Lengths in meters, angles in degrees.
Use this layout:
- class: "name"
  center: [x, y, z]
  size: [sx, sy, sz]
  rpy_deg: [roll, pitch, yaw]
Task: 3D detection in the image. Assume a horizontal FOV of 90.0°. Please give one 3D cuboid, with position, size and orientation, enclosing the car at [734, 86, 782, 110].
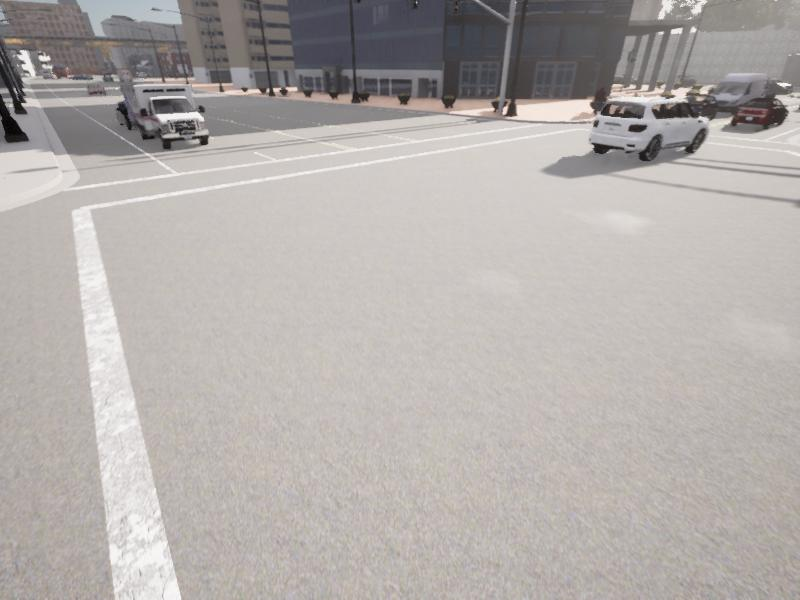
- class: "car"
  center: [29.436, -16.620, 32.861]
  size: [3.633, 1.501, 1.845]
  rpy_deg: [-23, 37, -33]

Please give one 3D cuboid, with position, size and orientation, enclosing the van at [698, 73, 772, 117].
- class: "van"
  center: [24.276, -14.897, 28.927]
  size: [5.915, 2.561, 1.988]
  rpy_deg: [-22, 37, -33]

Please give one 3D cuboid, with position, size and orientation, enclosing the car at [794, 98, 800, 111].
- class: "car"
  center: [33.581, -16.031, 31.730]
  size: [5.238, 1.638, 1.930]
  rpy_deg: [-22, 37, -33]

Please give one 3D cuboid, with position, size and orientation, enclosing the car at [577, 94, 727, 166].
- class: "car"
  center: [9.776, -6.741, 15.529]
  size: [5.566, 2.045, 2.150]
  rpy_deg: [-18, 34, -28]

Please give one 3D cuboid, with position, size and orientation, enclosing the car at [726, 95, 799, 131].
- class: "car"
  center: [20.839, -10.810, 22.998]
  size: [4.193, 1.474, 1.816]
  rpy_deg: [-22, 37, -32]

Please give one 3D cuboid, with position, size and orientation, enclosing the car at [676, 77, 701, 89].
- class: "car"
  center: [45.967, -34.689, 63.849]
  size: [2.033, 1.411, 5.357]
  rpy_deg: [11, 32, 18]

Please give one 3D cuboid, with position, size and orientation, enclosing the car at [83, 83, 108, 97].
- class: "car"
  center: [-48.157, -33.273, 63.282]
  size: [2.242, 1.667, 4.611]
  rpy_deg: [-23, 37, -33]

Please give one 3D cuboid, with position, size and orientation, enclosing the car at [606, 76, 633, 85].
- class: "car"
  center: [41.000, -41.103, 74.856]
  size: [1.970, 1.475, 3.806]
  rpy_deg: [-17, 34, -26]

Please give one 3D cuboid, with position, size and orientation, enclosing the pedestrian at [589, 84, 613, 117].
- class: "pedestrian"
  center: [12.994, -12.906, 25.884]
  size: [0.751, 1.860, 0.751]
  rpy_deg: [26, 39, 37]

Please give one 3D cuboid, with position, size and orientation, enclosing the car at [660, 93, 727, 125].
- class: "car"
  center: [18.460, -12.057, 25.140]
  size: [4.193, 1.474, 1.816]
  rpy_deg: [-22, 37, -33]

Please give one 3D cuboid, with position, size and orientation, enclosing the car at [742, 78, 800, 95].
- class: "car"
  center: [45.549, -26.251, 49.151]
  size: [2.242, 1.667, 4.611]
  rpy_deg: [-10, 32, -16]

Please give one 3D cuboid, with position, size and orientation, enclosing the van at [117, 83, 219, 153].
- class: "van"
  center: [-11.144, -8.837, 18.991]
  size: [2.351, 2.431, 6.366]
  rpy_deg: [-22, 36, -33]

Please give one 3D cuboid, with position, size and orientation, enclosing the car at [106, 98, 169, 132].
- class: "car"
  center: [-16.117, -11.406, 24.490]
  size: [2.128, 1.511, 4.902]
  rpy_deg: [-23, 36, -33]
